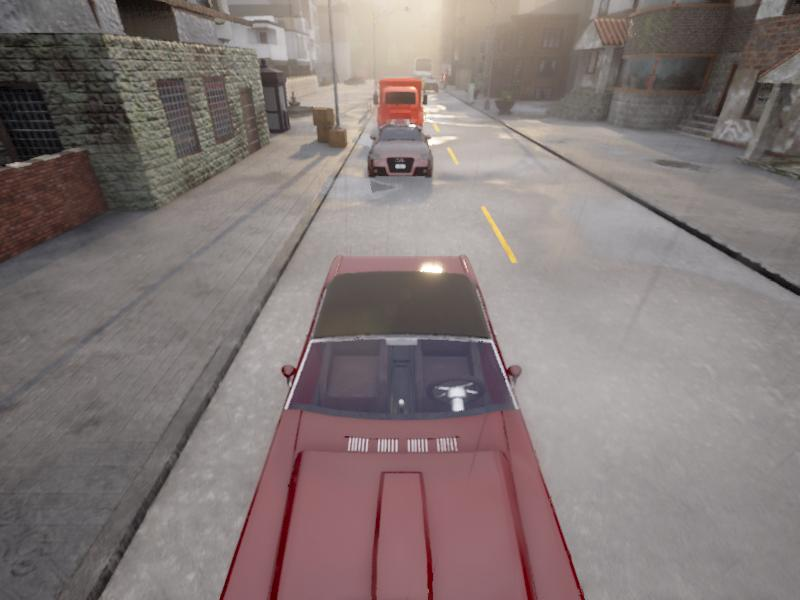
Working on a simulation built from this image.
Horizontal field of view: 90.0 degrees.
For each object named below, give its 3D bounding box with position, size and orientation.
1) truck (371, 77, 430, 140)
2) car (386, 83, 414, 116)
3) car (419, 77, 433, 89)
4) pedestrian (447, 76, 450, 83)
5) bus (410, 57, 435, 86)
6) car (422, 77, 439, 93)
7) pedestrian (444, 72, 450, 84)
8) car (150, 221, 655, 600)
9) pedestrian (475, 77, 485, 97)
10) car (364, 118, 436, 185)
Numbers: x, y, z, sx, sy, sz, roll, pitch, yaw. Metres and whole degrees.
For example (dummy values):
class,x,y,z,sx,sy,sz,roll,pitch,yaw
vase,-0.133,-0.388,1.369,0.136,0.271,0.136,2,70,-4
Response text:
class,x,y,z,sx,sy,sz,roll,pitch,yaw
truck,0.016,-10.040,20.680,2.627,2.467,5.204,0,31,0
car,0.019,-14.587,29.033,1.905,1.878,3.866,0,30,0
car,4.037,-33.973,62.496,1.882,1.535,5.008,0,30,0
pedestrian,9.720,-44.032,79.858,0.500,1.100,0.500,4,31,7
bus,3.925,-41.901,73.351,3.944,4.253,10.273,0,30,0
car,4.033,-28.785,53.532,1.930,1.638,5.238,0,31,0
pedestrian,8.671,-41.161,74.202,0.751,1.860,0.751,-5,31,-8
car,0.013,0.728,3.465,1.895,1.301,4.718,0,30,0
pedestrian,8.678,-23.030,43.233,0.751,1.860,0.751,0,30,-1
car,0.016,-5.049,13.260,1.994,1.385,4.181,0,30,0
